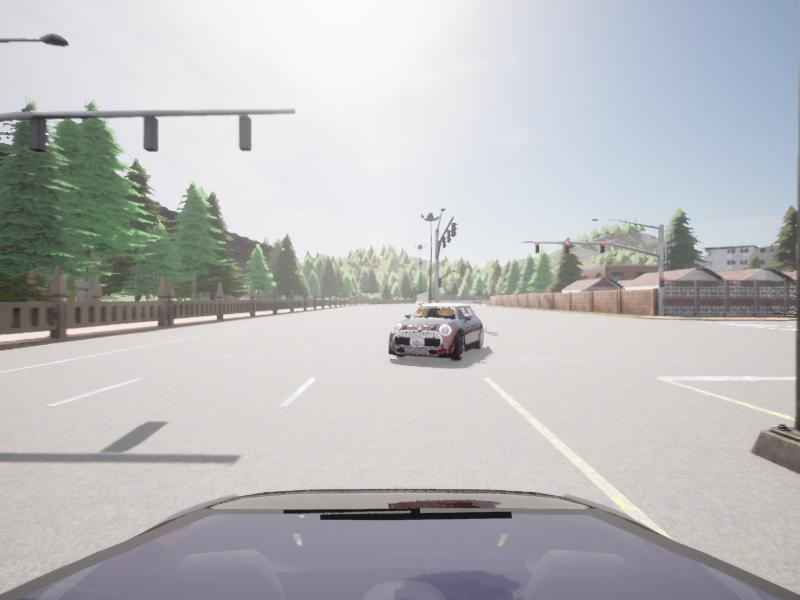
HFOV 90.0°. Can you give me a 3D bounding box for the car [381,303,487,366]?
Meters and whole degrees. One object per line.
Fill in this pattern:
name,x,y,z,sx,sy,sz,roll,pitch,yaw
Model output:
car,1.182,0.847,11.764,1.970,1.475,3.806,0,0,24
